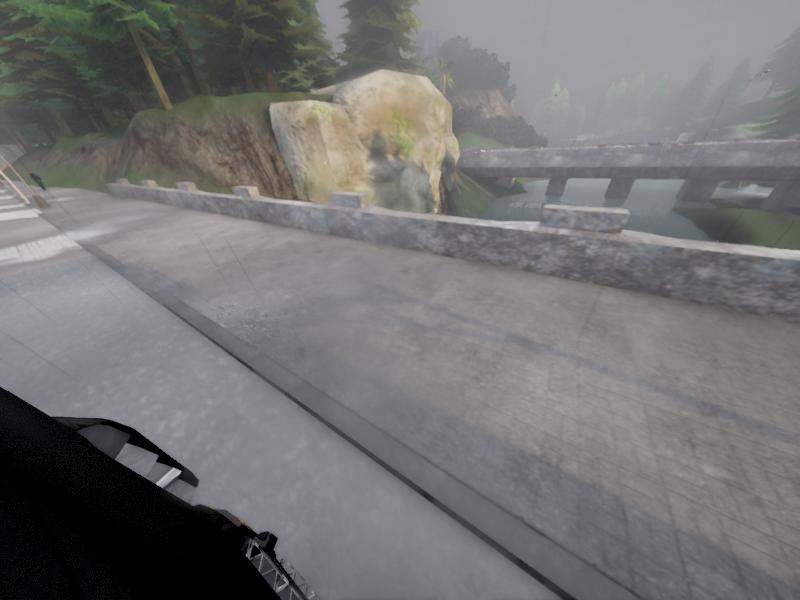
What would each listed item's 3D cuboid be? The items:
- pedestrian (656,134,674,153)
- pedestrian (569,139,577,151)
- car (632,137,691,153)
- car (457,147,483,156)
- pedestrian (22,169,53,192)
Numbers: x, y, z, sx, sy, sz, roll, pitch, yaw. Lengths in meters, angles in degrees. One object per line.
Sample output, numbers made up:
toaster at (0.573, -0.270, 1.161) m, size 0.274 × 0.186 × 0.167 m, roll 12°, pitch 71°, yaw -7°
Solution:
pedestrian at (32.909, -19.437, 28.696) m, size 0.751 × 1.860 × 0.751 m, roll 19°, pitch 39°, yaw 29°
pedestrian at (32.420, -29.075, 43.263) m, size 0.751 × 1.860 × 0.751 m, roll 18°, pitch 39°, yaw 29°
car at (36.146, -21.605, 32.227) m, size 5.008 × 1.535 × 1.882 m, roll 17°, pitch 39°, yaw 27°
car at (14.477, -30.846, 47.990) m, size 4.674 × 1.442 × 1.812 m, roll 17°, pitch 39°, yaw 28°
pedestrian at (-34.744, -11.468, 22.142) m, size 0.751 × 1.860 × 0.751 m, roll 18°, pitch 39°, yaw 29°
